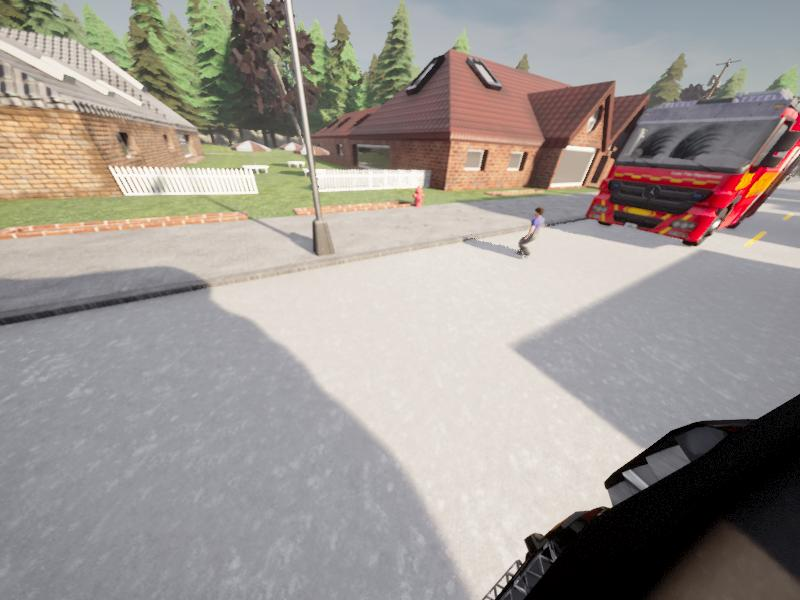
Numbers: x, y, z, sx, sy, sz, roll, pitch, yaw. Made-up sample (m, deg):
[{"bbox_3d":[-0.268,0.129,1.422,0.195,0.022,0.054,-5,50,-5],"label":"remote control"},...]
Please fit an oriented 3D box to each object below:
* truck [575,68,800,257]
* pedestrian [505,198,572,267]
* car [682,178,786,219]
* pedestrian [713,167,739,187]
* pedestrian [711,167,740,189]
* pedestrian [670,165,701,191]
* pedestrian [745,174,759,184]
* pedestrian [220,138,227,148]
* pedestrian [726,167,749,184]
[{"bbox_3d":[10.900,-4.547,8.236,8.468,3.827,2.891,-16,38,-26],"label":"truck"},{"bbox_3d":[3.188,-1.601,5.418,0.751,1.300,0.751,-22,41,-33],"label":"pedestrian"},{"bbox_3d":[18.186,-5.653,12.585,4.902,1.511,2.128,-16,38,-26],"label":"car"},{"bbox_3d":[34.918,-13.213,24.783,0.751,1.860,0.751,-18,39,-29],"label":"pedestrian"},{"bbox_3d":[31.598,-11.835,22.438,0.751,1.860,0.751,-15,37,-25],"label":"pedestrian"},{"bbox_3d":[23.911,-10.208,19.367,0.751,1.860,0.751,-18,39,-28],"label":"pedestrian"},{"bbox_3d":[46.302,-15.845,30.354,0.500,1.100,0.500,-17,38,-28],"label":"pedestrian"},{"bbox_3d":[-40.916,-36.276,53.509,0.751,1.860,0.751,-17,38,-27],"label":"pedestrian"},{"bbox_3d":[42.262,-15.561,28.914,0.751,1.860,0.751,-17,38,-27],"label":"pedestrian"}]
